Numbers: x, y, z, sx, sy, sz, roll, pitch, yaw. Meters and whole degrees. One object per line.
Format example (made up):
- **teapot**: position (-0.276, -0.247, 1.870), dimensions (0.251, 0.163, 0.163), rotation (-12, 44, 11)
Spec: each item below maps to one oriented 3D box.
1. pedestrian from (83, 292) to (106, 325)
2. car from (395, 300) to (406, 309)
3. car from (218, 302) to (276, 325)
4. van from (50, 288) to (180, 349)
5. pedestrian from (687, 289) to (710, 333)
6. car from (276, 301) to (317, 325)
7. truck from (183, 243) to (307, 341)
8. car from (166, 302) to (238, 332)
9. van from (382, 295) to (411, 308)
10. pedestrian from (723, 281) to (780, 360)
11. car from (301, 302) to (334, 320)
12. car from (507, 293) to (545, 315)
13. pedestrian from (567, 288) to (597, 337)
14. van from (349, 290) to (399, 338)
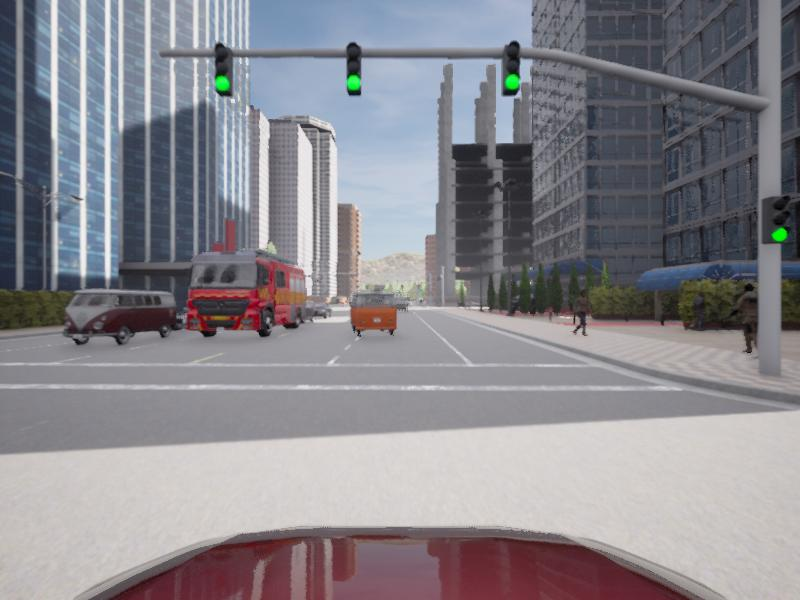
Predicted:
- **pedestrian**: position (-17.750, 0.477, 23.254), dimensions (0.751, 1.860, 0.751), rotation (0, 0, 1)
- **car**: position (0.000, 0.799, 71.041), dimensions (1.882, 1.535, 5.008), rotation (0, 0, 0)
- **car**: position (-10.499, 0.885, 27.996), dimensions (2.033, 1.411, 5.357), rotation (0, 0, 0)
- **van**: position (-10.498, 0.593, 15.243), dimensions (1.775, 1.987, 4.442), rotation (0, 0, 0)
- **pedestrian**: position (13.084, 0.475, 17.563), dimensions (0.751, 1.860, 0.751), rotation (0, 0, 32)
- **car**: position (-6.998, 0.818, 27.392), dimensions (1.845, 1.501, 3.633), rotation (0, 0, 0)
- **truck**: position (-7.004, -0.327, 19.825), dimensions (2.891, 3.827, 8.468), rotation (0, 0, 0)
- **car**: position (-10.497, 0.846, 21.540), dimensions (1.970, 1.475, 3.806), rotation (0, 0, 0)
- **van**: position (-0.651, 0.273, 82.945), dimensions (5.915, 2.561, 1.988), rotation (0, 0, 0)
- **pedestrian**: position (8.646, 0.482, 9.862), dimensions (0.751, 1.860, 0.751), rotation (0, 0, 0)
- **car**: position (-7.004, 0.896, 34.339), dimensions (1.994, 1.385, 4.181), rotation (0, 0, 0)
- **car**: position (13.125, 0.388, 41.229), dimensions (2.390, 2.098, 6.274), rotation (0, 0, 31)
- **pedestrian**: position (7.066, 0.480, 15.564), dimensions (0.751, 1.860, 0.751), rotation (0, 0, -15)
- **van**: position (-1.353, 0.592, 18.848), dimensions (1.775, 1.987, 4.442), rotation (0, 0, -11)
